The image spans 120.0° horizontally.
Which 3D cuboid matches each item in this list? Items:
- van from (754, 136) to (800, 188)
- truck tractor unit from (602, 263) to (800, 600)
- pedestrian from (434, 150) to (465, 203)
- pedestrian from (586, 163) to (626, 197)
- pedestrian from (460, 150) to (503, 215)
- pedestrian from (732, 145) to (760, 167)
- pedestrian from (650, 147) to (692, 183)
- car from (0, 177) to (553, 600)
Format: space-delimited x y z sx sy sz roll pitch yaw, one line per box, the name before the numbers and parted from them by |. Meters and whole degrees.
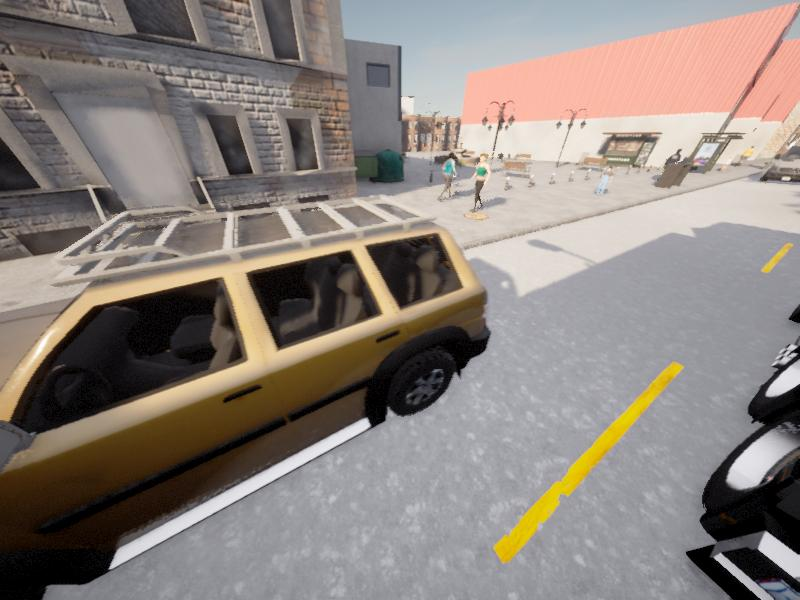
van | 26.220 -8.991 14.907 5.915 2.561 1.988 -18 39 -25
truck tractor unit | 5.105 -0.308 0.781 6.516 4.208 3.053 -19 39 -24
pedestrian | 2.031 -5.171 9.680 0.751 1.860 0.751 -19 39 -25
pedestrian | 9.539 -5.584 10.737 0.751 1.300 0.751 -21 40 -28
pedestrian | 2.768 -4.049 7.988 0.751 1.860 0.751 -15 38 -21
pedestrian | 35.622 -14.880 23.812 0.751 1.860 0.751 -28 43 -34
pedestrian | 16.727 -8.366 14.302 0.751 1.860 0.751 -15 38 -21
car | -1.363 0.275 1.950 4.605 1.855 1.932 -18 39 -24
